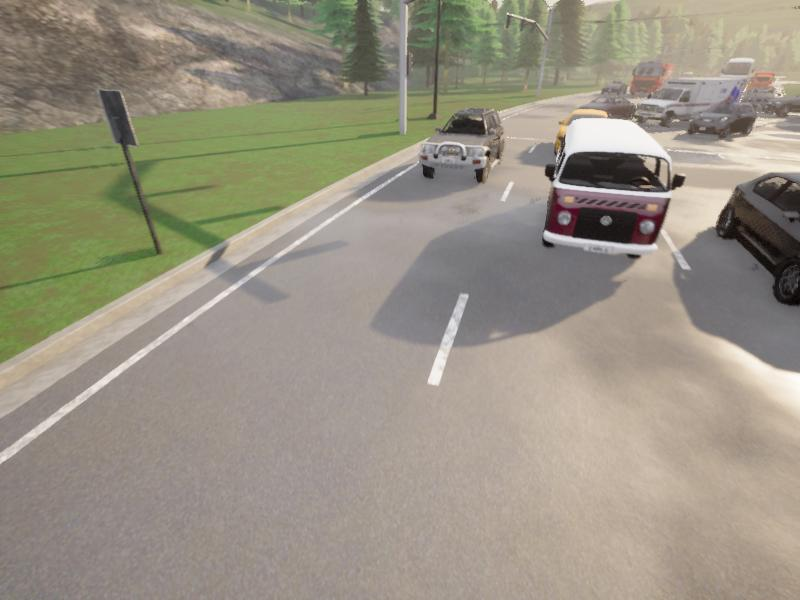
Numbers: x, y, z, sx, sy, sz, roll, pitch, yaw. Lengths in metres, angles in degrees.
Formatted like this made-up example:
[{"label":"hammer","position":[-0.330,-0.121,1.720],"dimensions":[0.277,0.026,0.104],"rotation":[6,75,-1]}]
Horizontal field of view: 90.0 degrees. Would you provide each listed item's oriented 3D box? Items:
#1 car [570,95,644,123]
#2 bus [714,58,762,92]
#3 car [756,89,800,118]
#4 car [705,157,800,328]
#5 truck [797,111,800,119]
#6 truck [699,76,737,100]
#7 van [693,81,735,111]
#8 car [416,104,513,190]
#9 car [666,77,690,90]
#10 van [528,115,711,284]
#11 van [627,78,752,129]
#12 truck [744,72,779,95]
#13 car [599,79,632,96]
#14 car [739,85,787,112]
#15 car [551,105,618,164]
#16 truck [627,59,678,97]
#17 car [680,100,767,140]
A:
[{"label":"car","position":[13.444,-12.488,26.061],"dimensions":[4.181,1.385,1.994],"rotation":[-16,34,-26]},{"label":"bus","position":[52.500,-35.059,62.035],"dimensions":[3.944,4.253,10.273],"rotation":[23,38,33]},{"label":"car","position":[29.193,-13.979,28.480],"dimensions":[5.027,1.651,2.152],"rotation":[9,32,15]},{"label":"car","position":[6.902,-1.112,6.485],"dimensions":[1.816,1.474,4.193],"rotation":[10,32,16]},{"label":"truck","position":[30.800,-12.734,24.187],"dimensions":[8.468,3.827,2.891],"rotation":[16,34,25]},{"label":"truck","position":[35.975,-23.999,45.165],"dimensions":[2.390,2.098,6.274],"rotation":[22,37,32]},{"label":"van","position":[25.902,-16.962,33.137],"dimensions":[2.069,2.038,4.480],"rotation":[19,35,28]},{"label":"car","position":[2.211,-5.129,12.913],"dimensions":[1.932,1.855,4.605],"rotation":[11,31,18]},{"label":"car","position":[44.406,-34.625,63.842],"dimensions":[2.152,1.651,5.027],"rotation":[22,37,33]},{"label":"van","position":[3.994,-2.365,8.046],"dimensions":[2.069,2.038,4.480],"rotation":[11,32,17]},{"label":"van","position":[17.383,-11.969,24.159],"dimensions":[6.366,2.431,2.351],"rotation":[-11,32,-19]},{"label":"truck","position":[48.014,-28.810,53.096],"dimensions":[2.627,2.467,5.204],"rotation":[22,37,33]},{"label":"car","position":[27.021,-26.645,50.084],"dimensions":[2.152,1.651,5.027],"rotation":[22,37,32]},{"label":"car","position":[30.331,-16.997,33.592],"dimensions":[2.242,1.667,4.611],"rotation":[19,35,29]},{"label":"car","position":[7.528,-6.868,16.253],"dimensions":[1.882,1.535,5.008],"rotation":[13,32,20]},{"label":"truck","position":[31.060,-27.312,49.075],"dimensions":[2.891,3.827,8.468],"rotation":[22,37,33]},{"label":"car","position":[16.278,-9.102,20.145],"dimensions":[3.633,1.501,1.845],"rotation":[-17,34,-27]}]
